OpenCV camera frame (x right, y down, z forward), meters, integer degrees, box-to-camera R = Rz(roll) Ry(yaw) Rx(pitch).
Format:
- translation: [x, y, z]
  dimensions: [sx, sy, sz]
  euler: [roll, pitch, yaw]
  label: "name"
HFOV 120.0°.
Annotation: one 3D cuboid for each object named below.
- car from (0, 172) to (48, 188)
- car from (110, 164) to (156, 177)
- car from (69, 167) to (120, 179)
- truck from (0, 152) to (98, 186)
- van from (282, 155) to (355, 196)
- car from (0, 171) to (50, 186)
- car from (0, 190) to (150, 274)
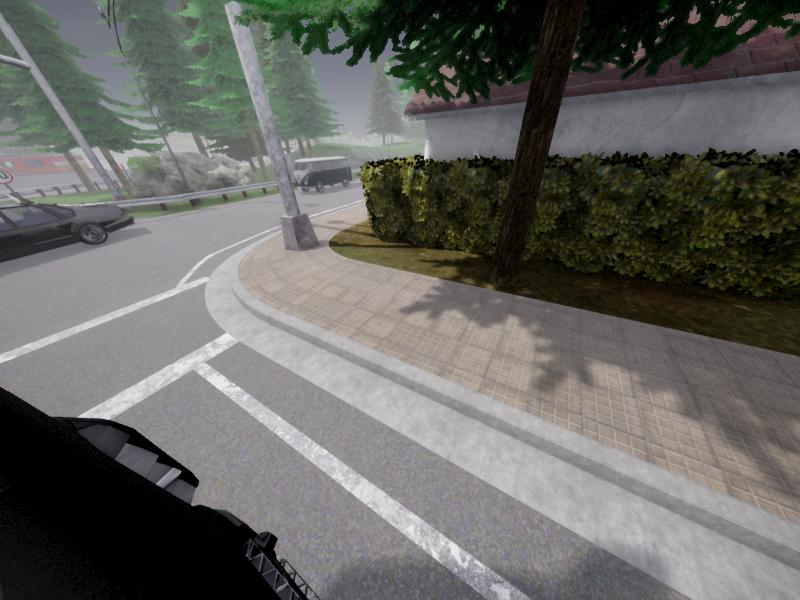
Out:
- translation: [-54.077, -16.834, 32.415]
  dimensions: [1.837, 1.490, 4.892]
  euler: [16, 38, 26]
  label: "car"
- translation: [-50.266, -24.502, 43.620]
  dimensions: [1.801, 1.575, 5.366]
  euler: [16, 38, 26]
  label: "car"
- translation: [-55.466, -23.153, 42.108]
  dimensions: [2.033, 1.411, 5.357]
  euler: [16, 38, 26]
  label: "car"
- translation: [-55.174, -20.640, 36.112]
  dimensions: [2.891, 3.827, 8.468]
  euler: [16, 38, 26]
  label: "truck"
- translation: [-5.411, -8.794, 16.141]
  dimensions: [1.775, 1.987, 4.442]
  euler: [16, 38, 26]
  label: "van"
- translation: [-59.613, -19.053, 36.222]
  dimensions: [2.128, 1.511, 4.902]
  euler: [16, 38, 26]
  label: "car"
- translation: [-11.011, -1.772, 6.326]
  dimensions: [2.033, 1.411, 5.357]
  euler: [5, 35, 12]
  label: "car"
